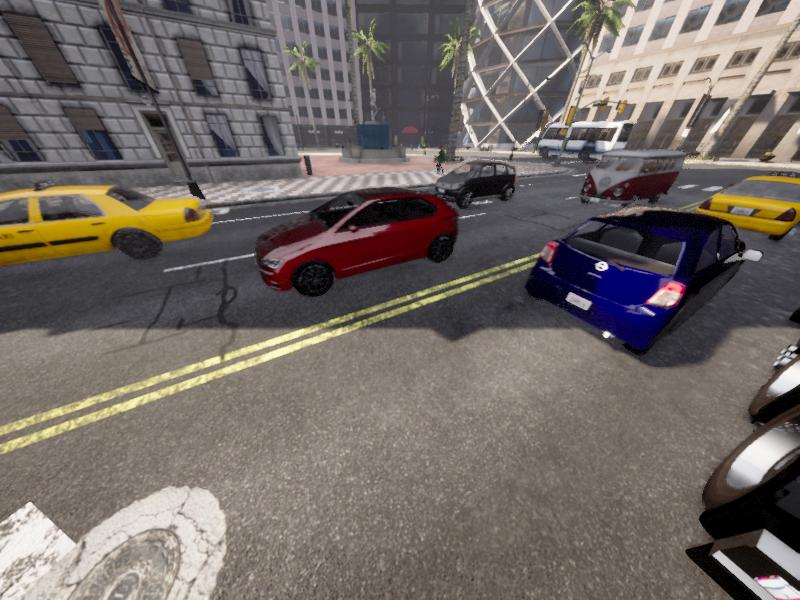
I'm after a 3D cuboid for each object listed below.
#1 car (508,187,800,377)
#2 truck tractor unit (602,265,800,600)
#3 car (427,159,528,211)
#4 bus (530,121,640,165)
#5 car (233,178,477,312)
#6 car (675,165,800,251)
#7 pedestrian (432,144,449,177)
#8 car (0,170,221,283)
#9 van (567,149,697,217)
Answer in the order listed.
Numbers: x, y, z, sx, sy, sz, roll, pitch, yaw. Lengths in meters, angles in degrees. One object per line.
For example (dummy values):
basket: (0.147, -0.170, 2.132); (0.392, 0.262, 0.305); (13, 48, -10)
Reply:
car: (3.920, -0.679, 3.668); (3.633, 1.501, 1.845); (-18, 39, -24)
truck tractor unit: (5.111, -0.302, 0.776); (6.516, 4.208, 3.053); (-18, 39, -24)
car: (3.268, -5.062, 9.942); (3.705, 1.549, 1.789); (-18, 39, -24)
bus: (24.322, -21.604, 31.538); (3.944, 4.253, 10.273); (-18, 40, -24)
car: (-0.733, -1.461, 4.804); (4.193, 1.474, 1.816); (-18, 39, -25)
car: (11.272, -3.094, 7.153); (5.366, 1.575, 1.801); (-18, 39, -24)
pedestrian: (2.729, -9.518, 15.761); (0.751, 1.860, 0.751); (-6, 35, -8)
car: (-7.363, -1.635, 4.908); (5.366, 1.575, 1.801); (-18, 39, -25)
van: (9.369, -4.926, 9.416); (4.442, 1.987, 1.775); (-18, 39, -24)
